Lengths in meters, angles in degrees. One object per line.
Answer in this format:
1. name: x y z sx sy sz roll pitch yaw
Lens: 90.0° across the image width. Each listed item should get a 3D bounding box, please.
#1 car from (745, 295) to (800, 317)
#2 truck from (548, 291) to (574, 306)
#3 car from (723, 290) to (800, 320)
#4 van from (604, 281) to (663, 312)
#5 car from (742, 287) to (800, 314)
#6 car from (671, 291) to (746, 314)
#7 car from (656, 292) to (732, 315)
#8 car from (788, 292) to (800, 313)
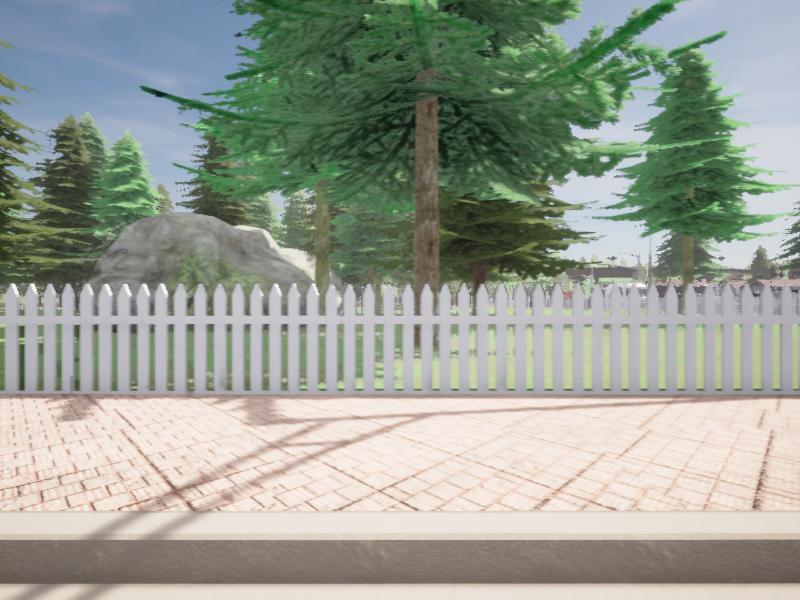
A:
1. car: 23.992 0.342 24.400 1.895 1.301 4.718 0 0 1
2. truck: 28.638 -0.248 71.240 2.627 2.467 5.204 0 0 1
3. car: 20.425 0.243 21.751 1.837 1.490 4.892 0 0 1
4. van: 20.771 -0.280 35.963 1.988 2.561 5.915 0 0 1
5. car: 27.611 0.044 29.254 1.905 1.878 3.866 0 0 2
6. car: 24.168 0.178 31.611 2.152 1.651 5.027 0 0 1
7. car: 20.586 0.243 28.310 1.837 1.490 4.892 0 0 1
8. car: 31.094 0.199 28.500 1.801 1.575 5.366 0 0 1
